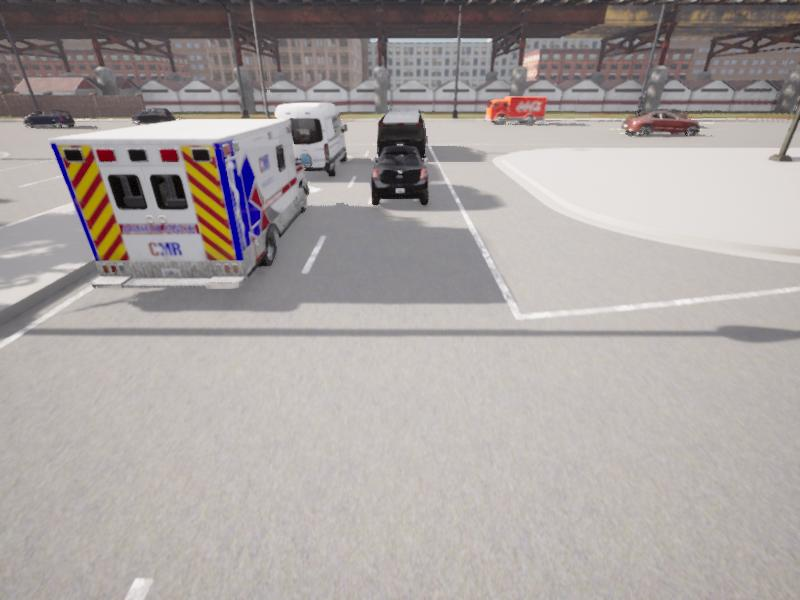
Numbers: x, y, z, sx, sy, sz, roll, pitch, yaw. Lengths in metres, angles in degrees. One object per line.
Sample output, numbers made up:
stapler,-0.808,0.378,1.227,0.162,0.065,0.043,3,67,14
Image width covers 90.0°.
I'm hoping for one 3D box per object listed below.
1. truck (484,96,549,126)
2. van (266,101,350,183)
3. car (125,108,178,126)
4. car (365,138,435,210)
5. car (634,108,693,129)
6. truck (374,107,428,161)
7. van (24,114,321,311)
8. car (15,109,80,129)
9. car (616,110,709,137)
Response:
truck,10.934,-18.035,38.134,5.204,2.467,2.627,0,28,0
van,-3.500,-6.810,16.678,1.988,2.561,5.915,0,28,0
car,-23.850,-17.643,38.477,3.633,1.501,1.845,0,28,0
car,-0.001,-4.034,12.462,1.845,1.501,3.633,0,28,0
car,23.094,-15.996,35.202,3.705,1.549,1.789,0,28,0
truck,0.241,-9.031,21.381,2.390,2.098,6.274,2,28,4
van,-3.500,-2.388,8.363,2.351,2.431,6.366,0,28,0
car,-31.112,-16.035,35.397,3.705,1.549,1.789,0,28,0
car,18.891,-12.795,29.026,5.027,1.651,2.152,0,28,0
